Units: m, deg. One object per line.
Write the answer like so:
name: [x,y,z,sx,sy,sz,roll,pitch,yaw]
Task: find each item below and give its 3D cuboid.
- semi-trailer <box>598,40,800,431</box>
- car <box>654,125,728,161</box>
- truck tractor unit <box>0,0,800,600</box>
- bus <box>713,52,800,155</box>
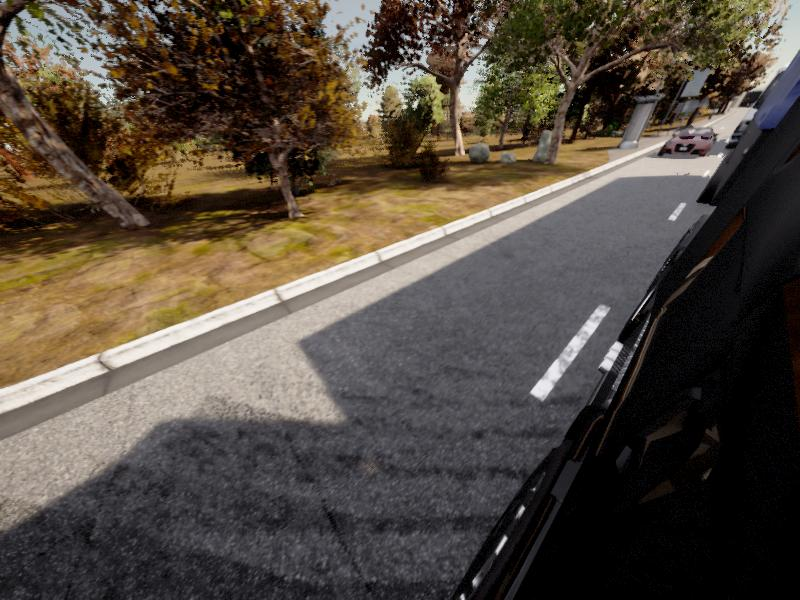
semi-trailer: [8.680,-3.629,4.230,14.254,4.402,2.717,-28,44,-30]
car: [17.517,-9.520,13.915,4.181,1.385,1.994,-29,44,-29]
truck tractor unit: [2.645,-0.295,0.351,6.516,4.208,3.053,-28,44,-30]
bus: [24.710,-12.177,14.457,10.273,4.253,3.944,-29,44,-29]
